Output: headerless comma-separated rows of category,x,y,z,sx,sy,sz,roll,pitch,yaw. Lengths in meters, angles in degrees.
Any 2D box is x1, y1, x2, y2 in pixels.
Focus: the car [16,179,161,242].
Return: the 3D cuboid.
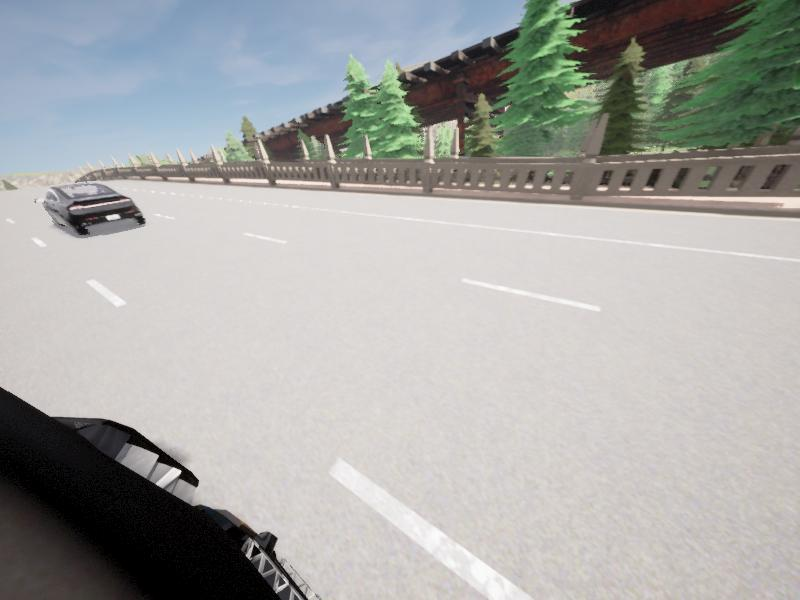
car,-12.141,-3.678,9.017,4.902,1.511,2.128,16,38,26
